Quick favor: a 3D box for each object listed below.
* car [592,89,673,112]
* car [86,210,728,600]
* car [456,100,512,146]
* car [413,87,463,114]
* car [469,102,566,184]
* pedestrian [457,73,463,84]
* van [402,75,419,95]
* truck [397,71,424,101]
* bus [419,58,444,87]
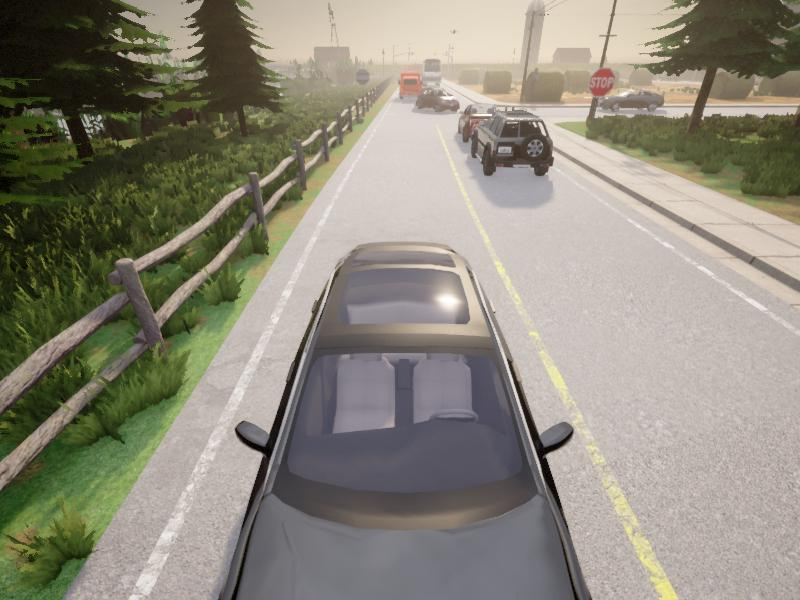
[{"bbox_3d":[18.224,-15.779,31.609,4.902,1.511,2.128,-1,30,-1],"label":"car"},{"bbox_3d":[0.029,0.758,3.239,2.128,1.511,4.902,0,30,0],"label":"car"},{"bbox_3d":[3.869,-8.580,19.190,2.007,1.525,4.514,2,30,3],"label":"car"},{"bbox_3d":[2.871,-15.529,31.032,1.851,1.617,3.988,-16,34,-26],"label":"car"},{"bbox_3d":[3.647,-5.439,13.459,1.932,1.855,4.605,1,30,1],"label":"car"},{"bbox_3d":[11.052,-40.765,73.639,0.751,1.860,0.751,-6,31,-9],"label":"pedestrian"},{"bbox_3d":[1.392,-27.595,51.254,2.069,2.038,4.480,1,30,1],"label":"van"},{"bbox_3d":[1.099,-22.819,42.584,2.627,2.467,5.204,1,32,1],"label":"truck"},{"bbox_3d":[5.537,-41.656,73.134,3.944,4.253,10.273,1,30,1],"label":"bus"}]
